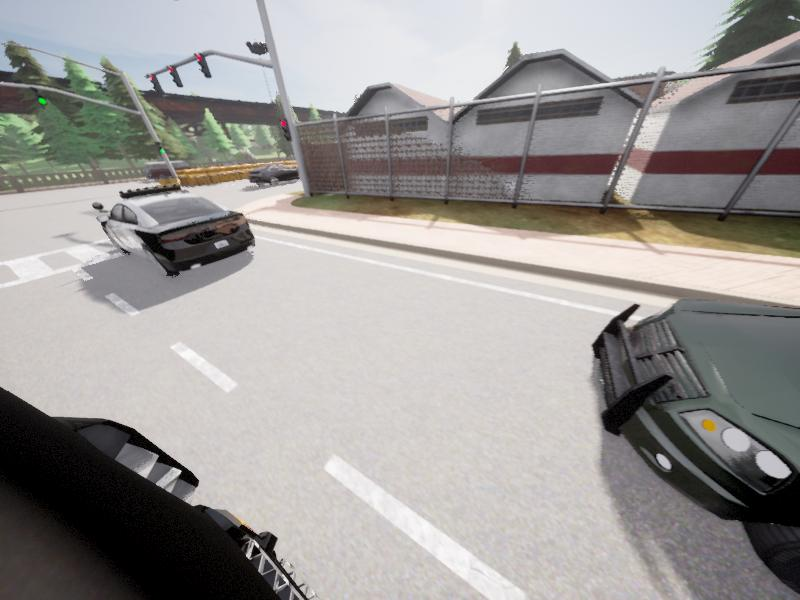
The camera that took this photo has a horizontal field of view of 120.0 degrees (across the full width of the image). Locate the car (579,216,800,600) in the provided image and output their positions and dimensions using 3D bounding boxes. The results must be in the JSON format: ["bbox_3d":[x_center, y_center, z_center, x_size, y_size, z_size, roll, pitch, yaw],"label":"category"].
[{"bbox_3d":[4.005,0.926,0.854,4.974,1.542,2.038,16,38,26],"label":"car"}]

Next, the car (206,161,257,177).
[{"bbox_3d":[-22.430,-17.616,30.969,2.128,1.511,4.902,15,37,25],"label":"car"}]

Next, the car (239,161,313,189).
[{"bbox_3d":[-10.029,-10.479,19.206,2.128,1.511,4.902,14,37,24],"label":"car"}]

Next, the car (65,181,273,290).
[{"bbox_3d":[-6.054,-2.021,6.021,5.238,1.638,1.930,16,38,27],"label":"car"}]

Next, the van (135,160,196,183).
[{"bbox_3d":[-28.286,-15.673,28.093,1.775,1.987,4.442,15,37,25],"label":"van"}]

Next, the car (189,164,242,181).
[{"bbox_3d":[-21.183,-14.804,26.761,1.994,1.385,4.181,15,37,25],"label":"car"}]
